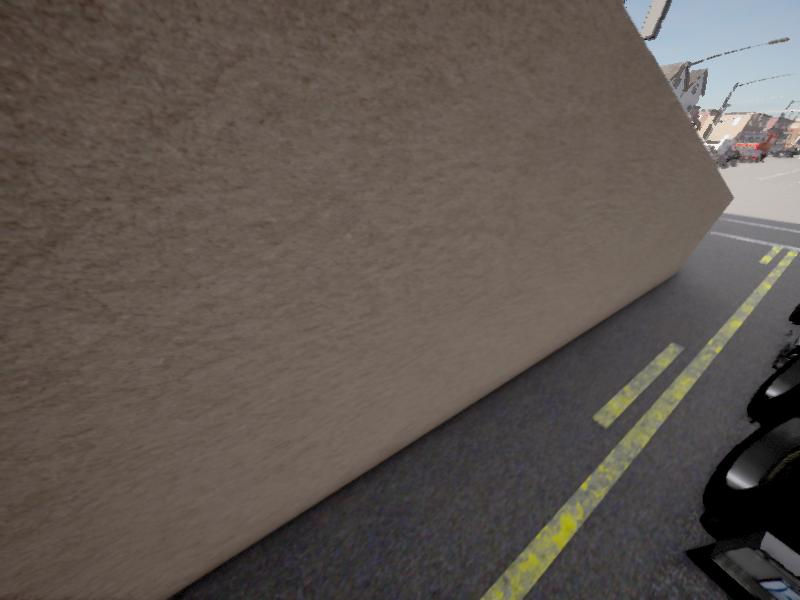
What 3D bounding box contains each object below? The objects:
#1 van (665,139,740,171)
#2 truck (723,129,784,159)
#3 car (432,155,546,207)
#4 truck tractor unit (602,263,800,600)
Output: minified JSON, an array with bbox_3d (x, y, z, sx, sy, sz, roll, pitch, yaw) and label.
[{"bbox_3d":[29.815,-14.377,22.807,6.366,2.431,2.351,-17,38,-23],"label":"van"},{"bbox_3d":[59.733,-26.359,39.069,8.468,3.827,2.891,-17,38,-23],"label":"truck"},{"bbox_3d":[4.218,-5.824,10.991,5.027,1.651,2.152,-20,40,-27],"label":"car"},{"bbox_3d":[5.111,-0.299,0.787,6.516,4.208,3.053,-18,39,-24],"label":"truck tractor unit"}]
